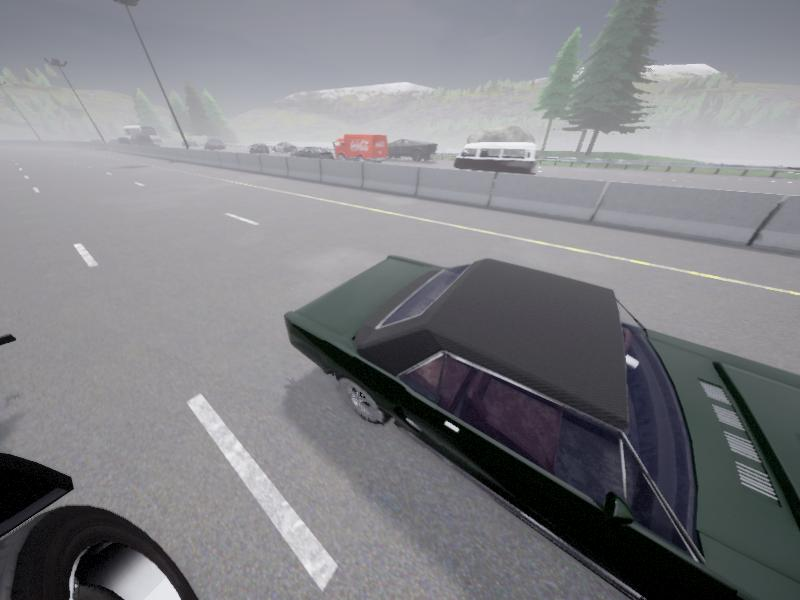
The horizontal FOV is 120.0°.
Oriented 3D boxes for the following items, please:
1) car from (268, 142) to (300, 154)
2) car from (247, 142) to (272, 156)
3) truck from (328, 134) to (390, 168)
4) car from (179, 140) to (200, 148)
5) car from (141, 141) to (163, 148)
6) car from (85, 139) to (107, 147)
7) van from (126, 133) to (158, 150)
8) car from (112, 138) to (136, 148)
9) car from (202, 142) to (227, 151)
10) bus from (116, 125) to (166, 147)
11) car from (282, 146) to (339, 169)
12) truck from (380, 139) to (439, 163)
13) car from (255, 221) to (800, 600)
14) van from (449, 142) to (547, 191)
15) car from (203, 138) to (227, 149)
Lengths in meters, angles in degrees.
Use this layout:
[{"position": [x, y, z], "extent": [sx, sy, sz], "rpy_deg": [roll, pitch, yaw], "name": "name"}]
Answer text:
[{"position": [-18.974, -24.904, 37.733], "extent": [4.974, 1.542, 2.038], "rpy_deg": [22, 41, 28], "name": "car"}, {"position": [-20.923, -22.527, 34.390], "extent": [1.816, 1.474, 4.193], "rpy_deg": [-27, 43, -33], "name": "car"}, {"position": [-3.814, -14.197, 21.865], "extent": [5.204, 2.467, 2.627], "rpy_deg": [22, 41, 28], "name": "truck"}, {"position": [-51.025, -37.875, 55.908], "extent": [4.514, 1.525, 2.007], "rpy_deg": [21, 40, 26], "name": "car"}, {"position": [-54.911, -34.475, 51.181], "extent": [4.718, 1.301, 1.895], "rpy_deg": [21, 40, 26], "name": "car"}, {"position": [-74.513, -38.634, 56.679], "extent": [3.705, 1.549, 1.789], "rpy_deg": [15, 38, 20], "name": "car"}, {"position": [-49.700, -30.492, 44.474], "extent": [5.915, 2.561, 1.988], "rpy_deg": [22, 41, 28], "name": "van"}, {"position": [-60.124, -34.224, 50.291], "extent": [3.866, 1.878, 1.905], "rpy_deg": [19, 39, 25], "name": "car"}, {"position": [-34.837, -28.830, 43.357], "extent": [4.718, 1.301, 1.895], "rpy_deg": [22, 41, 28], "name": "car"}, {"position": [-65.493, -41.534, 58.535], "extent": [10.273, 4.253, 3.944], "rpy_deg": [17, 38, 22], "name": "bus"}, {"position": [-8.166, -13.115, 21.123], "extent": [4.902, 1.511, 2.128], "rpy_deg": [22, 41, 28], "name": "car"}, {"position": [0.954, -17.026, 26.239], "extent": [6.274, 2.098, 2.390], "rpy_deg": [22, 41, 28], "name": "truck"}, {"position": [1.254, 0.662, 1.856], "extent": [4.718, 1.301, 1.895], "rpy_deg": [22, 41, 28], "name": "car"}, {"position": [5.417, -7.797, 13.242], "extent": [4.480, 2.038, 2.069], "rpy_deg": [22, 41, 28], "name": "van"}, {"position": [-39.426, -33.387, 49.279], "extent": [4.605, 1.855, 1.932], "rpy_deg": [22, 41, 28], "name": "car"}]
